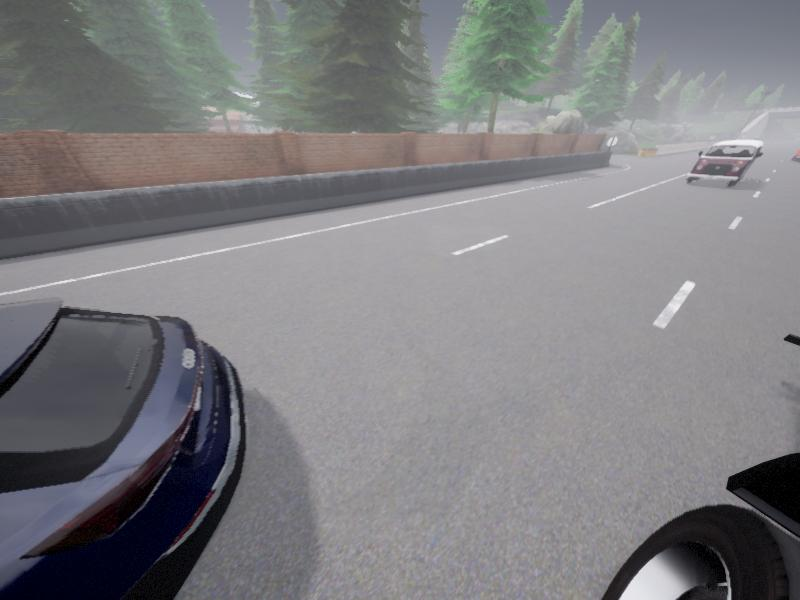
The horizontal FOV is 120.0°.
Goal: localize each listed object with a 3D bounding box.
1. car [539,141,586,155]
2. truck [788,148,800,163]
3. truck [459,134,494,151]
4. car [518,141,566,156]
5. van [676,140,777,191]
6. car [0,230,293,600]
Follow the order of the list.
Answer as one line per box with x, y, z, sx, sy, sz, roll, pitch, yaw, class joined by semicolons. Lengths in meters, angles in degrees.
22.823;-21.519;32.609;1.837;1.490;4.892;-22;41;-28;car
40.976;-14.733;22.299;5.204;2.467;2.627;-22;41;-28;truck
14.029;-29.197;42.742;2.627;2.467;5.204;-22;40;-27;truck
19.340;-20.896;31.729;2.038;1.542;4.974;-22;40;-28;car
17.636;-7.414;12.503;4.480;2.038;2.069;-22;41;-28;van
-3.278;1.370;0.586;4.856;1.649;2.033;-22;40;-28;car
